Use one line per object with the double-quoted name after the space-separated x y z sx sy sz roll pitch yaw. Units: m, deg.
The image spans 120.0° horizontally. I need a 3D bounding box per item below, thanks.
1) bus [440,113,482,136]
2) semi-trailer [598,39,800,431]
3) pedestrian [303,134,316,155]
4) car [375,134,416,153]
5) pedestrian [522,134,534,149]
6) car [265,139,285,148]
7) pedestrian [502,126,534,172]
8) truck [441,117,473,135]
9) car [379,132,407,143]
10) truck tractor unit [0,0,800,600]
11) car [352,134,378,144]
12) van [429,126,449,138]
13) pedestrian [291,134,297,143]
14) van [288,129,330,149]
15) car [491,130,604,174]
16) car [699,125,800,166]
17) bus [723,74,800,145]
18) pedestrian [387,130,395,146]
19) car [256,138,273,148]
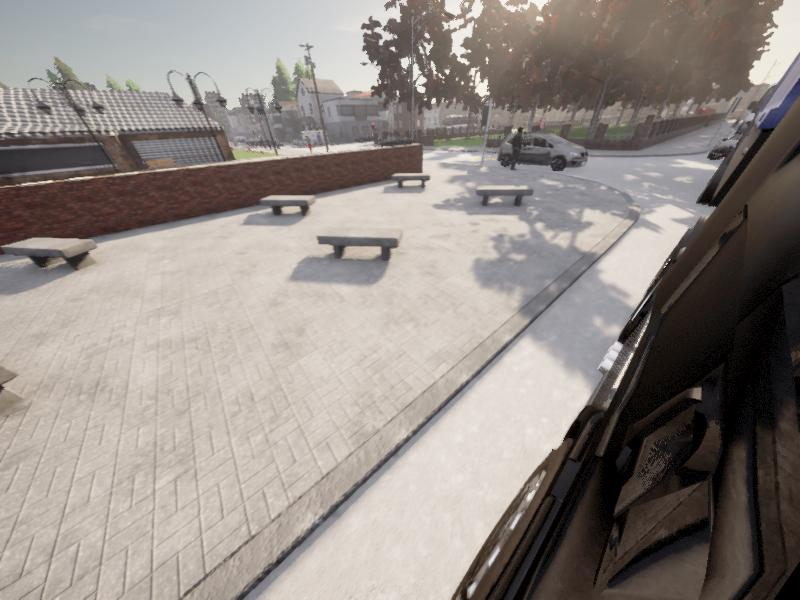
15.656 -45.214 59.627 10.273 4.253 3.944 -23 41 -25 "bus"
8.692 -3.613 4.228 14.254 4.402 2.717 -28 44 -30 "semi-trailer"
-10.184 -17.471 25.988 0.751 1.860 0.751 -19 40 -20 "pedestrian"
-0.574 -18.066 26.623 1.882 1.535 5.008 -28 43 -30 "car"
11.754 -14.515 21.187 0.500 1.100 0.500 -28 44 -30 "pedestrian"
-24.469 -30.611 45.181 1.994 1.385 4.181 -28 44 -30 "car"
5.971 -7.686 11.776 0.751 1.860 0.751 -14 38 -14 "pedestrian"
16.097 -49.957 66.310 2.891 3.827 8.468 -31 45 -32 "truck"
-1.312 -32.506 46.138 5.357 1.411 2.033 -27 43 -29 "car"
2.645 -0.295 0.351 6.516 4.208 3.053 -28 44 -30 "truck tractor unit"
-6.954 -32.459 46.538 4.718 1.301 1.895 -28 43 -30 "car"
8.760 -37.880 52.162 4.442 1.987 1.775 -30 44 -31 "van"
-26.055 -39.761 56.920 0.751 1.860 0.751 -18 39 -20 "pedestrian"
-16.692 -29.798 42.777 6.366 2.431 2.351 -1 44 2 "van"
8.014 -8.491 13.103 2.242 1.667 4.611 -27 43 -29 "car"
19.388 -8.522 12.612 5.357 1.411 2.033 -19 40 -21 "car"
33.312 -16.634 20.130 10.273 4.253 3.944 -30 44 -29 "bus"
-1.242 -23.526 33.498 0.751 1.860 0.751 -32 45 -33 "pedestrian"
-29.017 -33.765 49.513 1.851 1.617 3.988 -28 43 -30 "car"
